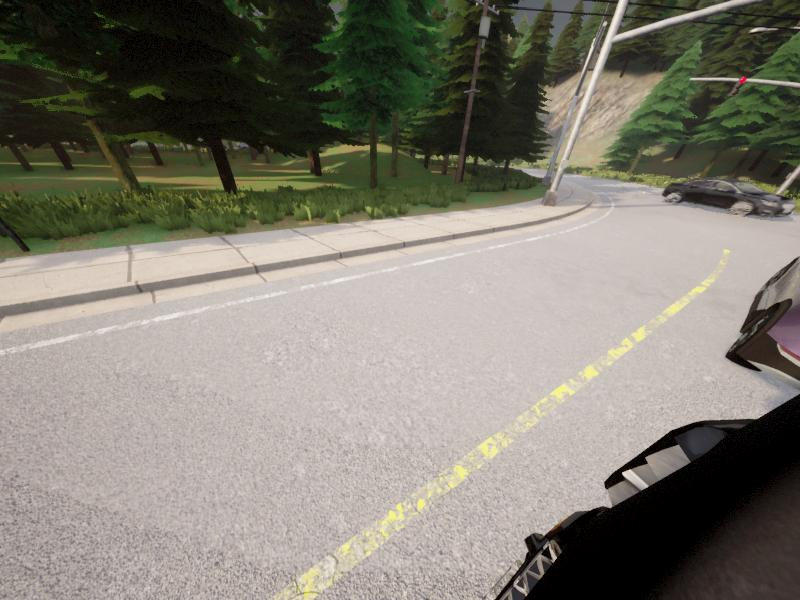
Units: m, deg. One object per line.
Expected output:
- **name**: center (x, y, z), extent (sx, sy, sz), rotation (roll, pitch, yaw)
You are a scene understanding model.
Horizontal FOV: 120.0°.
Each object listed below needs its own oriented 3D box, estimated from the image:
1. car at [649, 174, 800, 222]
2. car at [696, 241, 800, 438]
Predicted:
- **car**: center (17.203, -5.594, 12.347), extent (2.128, 1.511, 4.902), rotation (-3, 34, -8)
- **car**: center (6.132, 0.164, 2.695), extent (4.856, 1.649, 2.033), rotation (-17, 39, -28)
